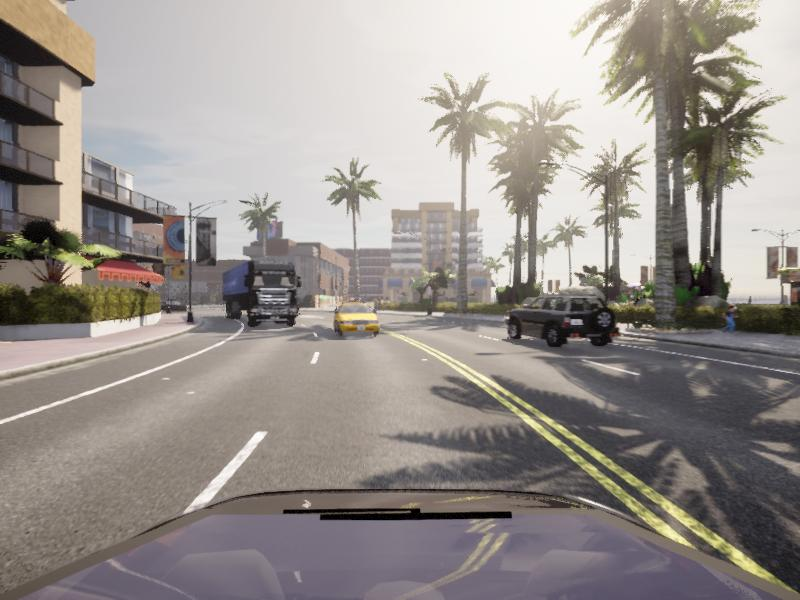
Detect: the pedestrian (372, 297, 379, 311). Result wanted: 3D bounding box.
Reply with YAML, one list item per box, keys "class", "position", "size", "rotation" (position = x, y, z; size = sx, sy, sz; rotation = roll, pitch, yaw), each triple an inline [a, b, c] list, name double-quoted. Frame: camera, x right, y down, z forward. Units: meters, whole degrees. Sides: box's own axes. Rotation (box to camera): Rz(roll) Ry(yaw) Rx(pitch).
- class: "pedestrian"
  position: [-3.279, 0.474, 53.807]
  size: [0.751, 1.860, 0.751]
  rotation: [0, 0, -31]

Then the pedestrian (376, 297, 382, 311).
- class: "pedestrian"
  position: [-2.747, 0.474, 53.384]
  size: [0.751, 1.860, 0.751]
  rotation: [0, 0, 2]

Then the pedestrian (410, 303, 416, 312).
- class: "pedestrian"
  position: [1.581, 0.854, 46.994]
  size: [0.500, 1.100, 0.500]
  rotation: [0, 0, -33]

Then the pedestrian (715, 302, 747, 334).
- class: "pedestrian"
  position: [14.039, 0.758, 16.997]
  size: [0.751, 1.300, 0.751]
  rotation: [0, 0, -13]

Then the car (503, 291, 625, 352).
- class: "car"
  position: [5.682, 0.650, 14.607]
  size: [1.932, 1.855, 4.605]
  rotation: [0, 0, -10]

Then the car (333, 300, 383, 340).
- class: "car"
  position: [-2.137, 0.798, 18.843]
  size: [1.801, 1.575, 5.366]
  rotation: [0, 0, -12]

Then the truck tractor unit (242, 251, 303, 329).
- class: "truck tractor unit"
  position: [-8.185, -0.527, 25.080]
  size: [3.053, 4.208, 6.516]
  rotation: [0, 0, -23]

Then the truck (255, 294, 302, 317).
- class: "truck"
  position: [-12.071, 0.536, 39.461]
  size: [2.390, 2.098, 6.274]
  rotation: [0, 0, -38]

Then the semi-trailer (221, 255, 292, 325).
- class: "semi-trailer"
  position: [-11.969, -0.625, 32.017]
  size: [2.717, 4.402, 14.254]
  rotation: [0, 0, -31]
